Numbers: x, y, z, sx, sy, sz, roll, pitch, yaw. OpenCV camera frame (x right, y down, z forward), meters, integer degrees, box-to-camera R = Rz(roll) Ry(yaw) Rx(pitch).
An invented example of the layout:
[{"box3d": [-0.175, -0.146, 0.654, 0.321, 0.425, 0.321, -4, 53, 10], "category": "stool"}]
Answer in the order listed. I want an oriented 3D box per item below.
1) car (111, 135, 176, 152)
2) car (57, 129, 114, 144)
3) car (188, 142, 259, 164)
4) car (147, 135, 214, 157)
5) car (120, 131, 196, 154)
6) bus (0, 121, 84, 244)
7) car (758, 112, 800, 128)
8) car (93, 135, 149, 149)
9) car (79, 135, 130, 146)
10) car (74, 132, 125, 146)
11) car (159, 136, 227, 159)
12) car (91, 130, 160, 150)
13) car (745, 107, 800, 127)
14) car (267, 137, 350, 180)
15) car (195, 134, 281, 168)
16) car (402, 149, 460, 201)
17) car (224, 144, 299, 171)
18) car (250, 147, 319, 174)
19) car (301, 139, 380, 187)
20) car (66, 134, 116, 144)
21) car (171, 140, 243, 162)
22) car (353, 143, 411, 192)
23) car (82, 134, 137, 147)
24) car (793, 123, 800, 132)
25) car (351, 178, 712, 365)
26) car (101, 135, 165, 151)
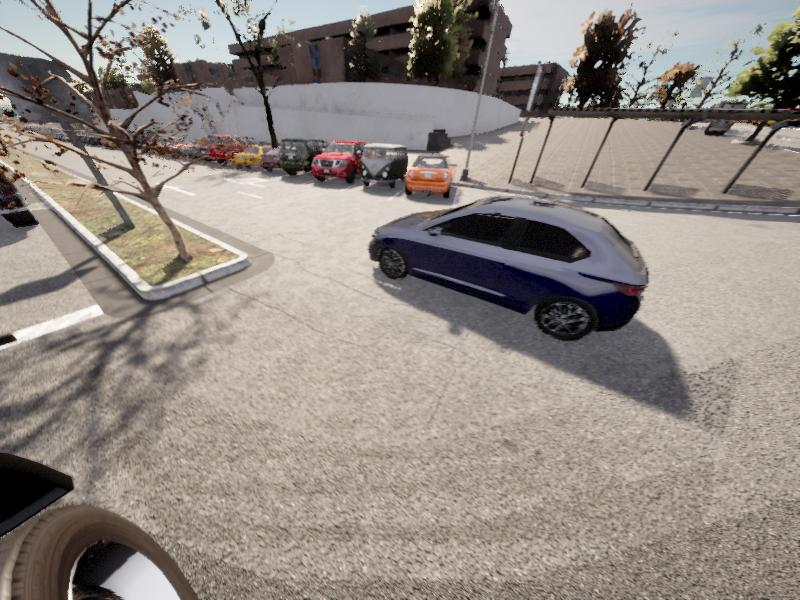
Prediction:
[{"box3d": [-33.369, -20.546, 30.345, 1.946, 1.575, 5.366, 9, 35, 10], "category": "car"}, {"box3d": [-58.535, -30.508, 43.198, 2.435, 2.045, 5.566, 9, 35, 10], "category": "car"}, {"box3d": [-15.817, -13.492, 21.094, 2.163, 1.488, 4.792, 9, 35, 10], "category": "car"}, {"box3d": [-23.363, -16.573, 24.867, 2.185, 1.767, 4.553, 9, 35, 10], "category": "car"}, {"box3d": [-28.376, -18.692, 27.459, 2.435, 2.045, 5.566, 9, 35, 10], "category": "car"}, {"box3d": [-13.910, -4.430, 5.941, 10.273, 4.253, 3.944, 22, 40, 26], "category": "bus"}, {"box3d": [53.916, -24.577, 31.574, 5.366, 1.575, 1.946, 9, 41, 9], "category": "car"}, {"box3d": [-40.950, -23.348, 34.128, 2.163, 1.488, 4.792, 9, 35, 10], "category": "car"}, {"box3d": [-48.487, -26.296, 38.105, 2.002, 1.452, 4.674, 9, 35, 10], "category": "car"}, {"box3d": [-50.989, -27.433, 39.347, 2.185, 1.767, 4.553, 9, 35, 10], "category": "car"}, {"box3d": [-20.828, -15.612, 23.613, 2.185, 1.767, 4.553, 9, 35, 10], "category": "car"}, {"box3d": [-38.426, -22.598, 32.656, 2.435, 2.045, 5.566, 9, 35, 10], "category": "car"}, {"box3d": [55.356, -26.445, 33.374, 5.566, 2.045, 2.435, 9, 42, 9], "category": "car"}, {"box3d": [-5.758, -9.712, 15.706, 2.435, 2.045, 5.566, 9, 35, 10], "category": "car"}, {"box3d": [-13.293, -12.723, 19.631, 2.435, 2.045, 5.566, 9, 35, 10], "category": "car"}, {"box3d": [1.732, -6.523, 11.746, 2.185, 1.767, 4.553, 9, 35, 10], "category": "car"}, {"box3d": [-10.752, -11.604, 18.594, 1.946, 1.575, 5.366, 9, 35, 10], "category": "car"}, {"box3d": [-8.287, -10.461, 17.158, 2.002, 1.452, 4.674, 9, 35, 10], "category": "car"}, {"box3d": [-3.254, -8.668, 14.340, 2.435, 2.045, 5.566, 10, 35, 10], "category": "car"}, {"box3d": [-56.032, -29.284, 42.054, 2.163, 1.488, 4.792, 9, 35, 10], "category": "car"}, {"box3d": [-18.325, -14.498, 22.361, 2.231, 1.521, 4.892, 9, 35, 10], "category": "car"}, {"box3d": [-0.774, -7.584, 12.959, 1.878, 1.987, 4.442, 10, 35, 10], "category": "car"}, {"box3d": [-45.979, -25.344, 36.762, 2.097, 1.535, 5.008, 8, 35, 10], "category": "car"}, {"box3d": [48.769, -19.655, 25.874, 4.674, 1.452, 2.002, 9, 41, 10], "category": "car"}, {"box3d": [1.418, -0.952, 3.949, 4.193, 1.474, 1.816, 22, 41, 28], "category": "car"}, {"box3d": [-35.959, -21.326, 31.355, 1.946, 1.575, 5.366, 9, 35, 10], "category": "car"}]
